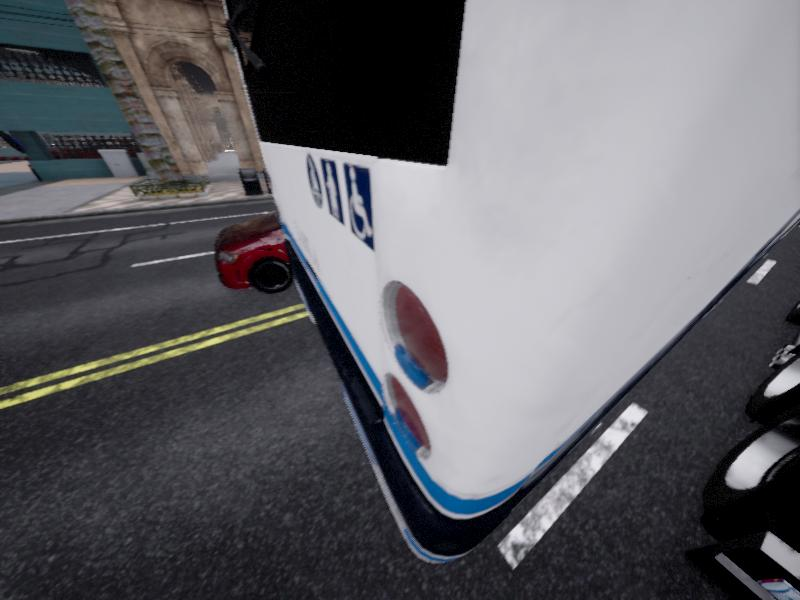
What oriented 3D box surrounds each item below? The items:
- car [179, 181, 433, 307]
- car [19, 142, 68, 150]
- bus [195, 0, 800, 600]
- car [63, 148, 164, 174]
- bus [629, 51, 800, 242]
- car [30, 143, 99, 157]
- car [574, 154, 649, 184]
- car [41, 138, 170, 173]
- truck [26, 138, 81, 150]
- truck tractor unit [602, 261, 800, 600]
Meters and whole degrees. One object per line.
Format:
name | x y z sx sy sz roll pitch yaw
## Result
car | -1.624 -1.535 5.025 4.181 1.385 1.994 -18 39 -25
car | -77.208 -33.403 50.154 5.357 1.411 2.033 -18 39 -25
bus | 3.585 -2.196 3.503 10.273 4.253 3.944 -18 39 -25
car | -22.475 -11.194 18.481 4.514 1.523 2.007 -18 39 -25
bus | 14.763 -5.859 8.907 10.273 4.253 3.944 -19 39 -24
car | -45.965 -20.693 31.846 4.902 1.511 2.128 -18 39 -25
car | 14.912 -9.332 16.298 4.514 1.525 2.007 -18 39 -25
car | -22.524 -11.500 18.233 5.566 2.045 2.435 -18 39 -25
truck | -78.621 -35.527 52.584 6.274 2.098 2.390 -18 39 -24
truck tractor unit | 5.113 -0.294 0.795 6.516 4.208 3.053 -18 39 -25
